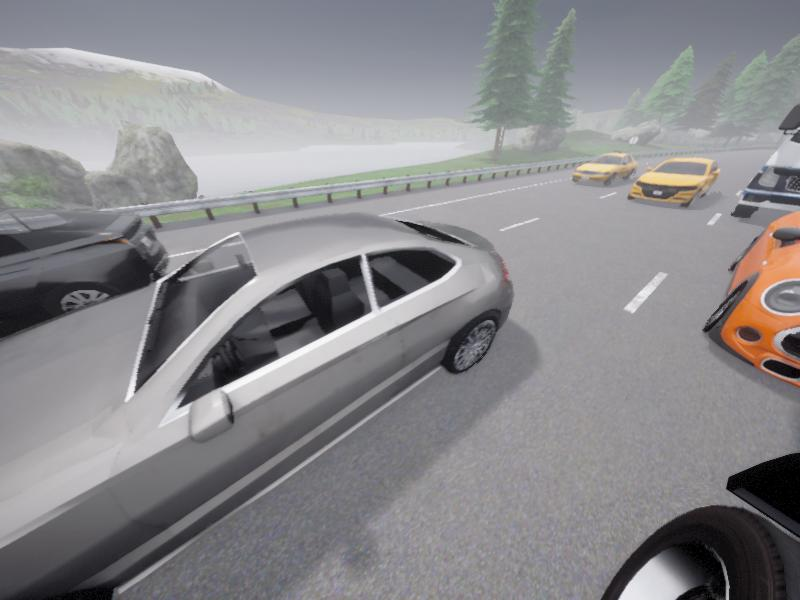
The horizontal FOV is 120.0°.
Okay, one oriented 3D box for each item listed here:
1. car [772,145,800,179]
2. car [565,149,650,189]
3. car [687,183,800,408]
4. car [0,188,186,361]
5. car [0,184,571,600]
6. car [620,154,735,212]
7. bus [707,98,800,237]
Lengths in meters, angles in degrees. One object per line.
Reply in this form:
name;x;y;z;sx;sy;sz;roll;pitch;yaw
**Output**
car;27.045;-9.030;15.055;4.611;1.667;2.242;-22;41;-28
car;12.154;-7.783;13.493;5.366;1.575;1.801;-23;41;-28
car;6.007;-0.311;2.753;4.553;1.767;2.097;-23;41;-29
car;-5.949;-0.177;2.896;4.514;1.525;2.007;-23;41;-28
car;-1.010;0.197;2.237;5.027;1.651;2.152;-23;41;-28
car;11.718;-5.099;9.723;5.008;1.535;1.882;-23;41;-28
bus;15.133;-5.073;7.299;10.273;4.253;3.944;-23;41;-28
